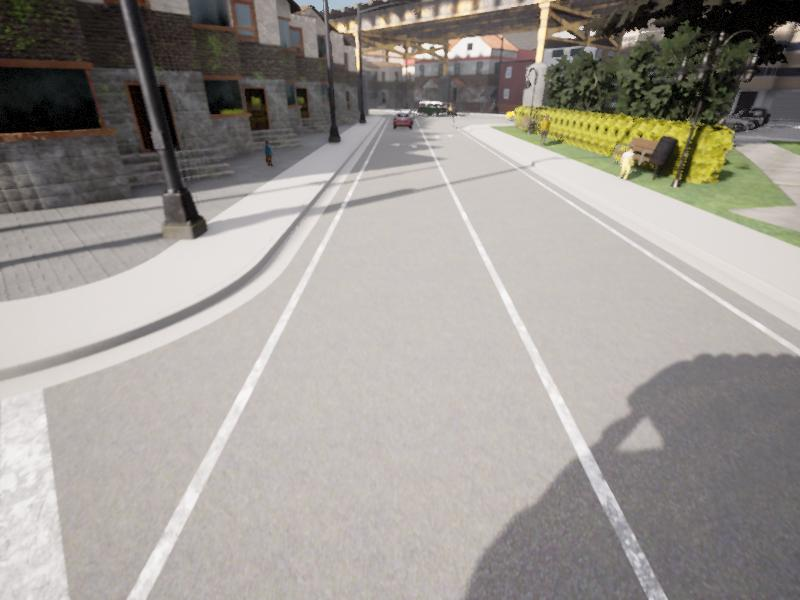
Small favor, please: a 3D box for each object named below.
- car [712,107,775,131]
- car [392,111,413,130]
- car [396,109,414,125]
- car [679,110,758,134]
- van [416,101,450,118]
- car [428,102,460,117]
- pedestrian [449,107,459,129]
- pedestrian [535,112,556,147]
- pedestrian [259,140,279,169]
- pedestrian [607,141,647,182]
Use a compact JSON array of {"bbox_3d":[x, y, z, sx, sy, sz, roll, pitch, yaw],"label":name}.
[{"bbox_3d":[31.980,-16.933,37.354,1.905,1.878,3.866,-24,36,-38],"label":"car"},{"bbox_3d":[0.287,-17.601,39.087,1.970,1.475,3.806,1,27,2],"label":"car"},{"bbox_3d":[0.577,-20.274,44.265,1.970,1.475,3.806,1,27,1],"label":"car"},{"bbox_3d":[28.580,-16.088,36.008,2.152,1.651,5.027,-24,36,-39],"label":"car"},{"bbox_3d":[4.693,-27.530,57.700,2.069,2.038,4.480,-24,36,-38],"label":"van"},{"bbox_3d":[6.631,-28.843,60.425,1.932,1.855,4.605,-24,36,-38],"label":"car"},{"bbox_3d":[5.147,-17.427,38.282,0.751,1.860,0.751,6,28,12],"label":"pedestrian"},{"bbox_3d":[8.683,-10.174,23.918,0.751,1.860,0.751,0,27,1],"label":"pedestrian"},{"bbox_3d":[-5.555,-6.209,17.016,0.500,1.100,0.500,1,27,3],"label":"pedestrian"},{"bbox_3d":[8.259,-5.052,14.606,0.751,1.300,0.751,2,27,5],"label":"pedestrian"}]
